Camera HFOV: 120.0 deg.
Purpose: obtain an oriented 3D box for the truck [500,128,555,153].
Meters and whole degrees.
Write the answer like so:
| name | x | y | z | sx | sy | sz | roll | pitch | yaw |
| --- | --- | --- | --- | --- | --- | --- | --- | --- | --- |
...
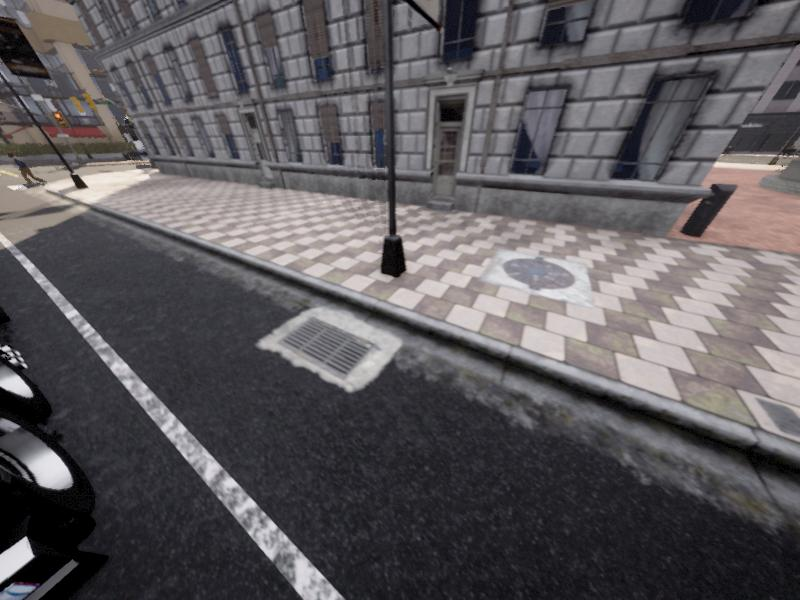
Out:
| name | x | y | z | sx | sy | sz | roll | pitch | yaw |
| --- | --- | --- | --- | --- | --- | --- | --- | --- | --- |
| truck | 24.467 | -30.859 | 44.768 | 8.468 | 3.827 | 2.891 | 19 | 39 | 25 |

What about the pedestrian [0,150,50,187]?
| name | x | y | z | sx | sy | sz | roll | pitch | yaw |
| --- | --- | --- | --- | --- | --- | --- | --- | --- | --- |
| pedestrian | -22.770 | -7.977 | 13.993 | 0.751 | 1.860 | 0.751 | 12 | 37 | 17 |

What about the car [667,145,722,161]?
| name | x | y | z | sx | sy | sz | roll | pitch | yaw |
| --- | --- | --- | --- | --- | --- | --- | --- | --- | --- |
| car | 36.803 | -18.516 | 28.982 | 1.970 | 1.475 | 3.806 | -23 | 41 | -29 |

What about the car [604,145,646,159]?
| name | x | y | z | sx | sy | sz | roll | pitch | yaw |
| --- | --- | --- | --- | --- | --- | --- | --- | --- | --- |
| car | 30.196 | -19.959 | 31.064 | 3.633 | 1.501 | 1.845 | 30 | 45 | 35 |

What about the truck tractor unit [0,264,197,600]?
| name | x | y | z | sx | sy | sz | roll | pitch | yaw |
| --- | --- | --- | --- | --- | --- | --- | --- | --- | --- |
| truck tractor unit | -5.114 | -0.296 | 0.783 | 6.516 | 4.208 | 3.053 | 18 | 39 | 24 |
